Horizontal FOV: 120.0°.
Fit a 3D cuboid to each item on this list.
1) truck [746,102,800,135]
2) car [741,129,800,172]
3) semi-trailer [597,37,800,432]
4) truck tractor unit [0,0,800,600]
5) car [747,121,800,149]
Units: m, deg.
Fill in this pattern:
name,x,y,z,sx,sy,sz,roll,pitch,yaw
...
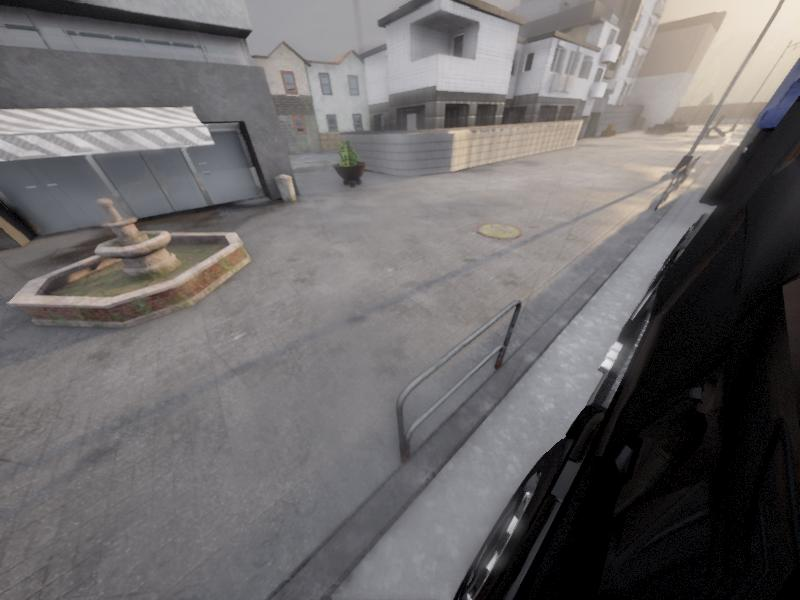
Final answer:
name,x,y,z,sx,sy,sz,roll,pitch,yaw
truck,38.564,-18.439,23.573,5.204,2.467,2.627,-27,43,-29
car,18.142,-7.081,10.789,4.718,1.301,1.895,-27,43,-29
semi-trailer,8.715,-3.605,4.195,14.254,4.402,2.717,-28,44,-29
truck tractor unit,2.645,-0.295,0.351,6.516,4.208,3.053,-28,44,-30
car,26.787,-11.711,16.313,4.181,1.385,1.994,-27,43,-29
